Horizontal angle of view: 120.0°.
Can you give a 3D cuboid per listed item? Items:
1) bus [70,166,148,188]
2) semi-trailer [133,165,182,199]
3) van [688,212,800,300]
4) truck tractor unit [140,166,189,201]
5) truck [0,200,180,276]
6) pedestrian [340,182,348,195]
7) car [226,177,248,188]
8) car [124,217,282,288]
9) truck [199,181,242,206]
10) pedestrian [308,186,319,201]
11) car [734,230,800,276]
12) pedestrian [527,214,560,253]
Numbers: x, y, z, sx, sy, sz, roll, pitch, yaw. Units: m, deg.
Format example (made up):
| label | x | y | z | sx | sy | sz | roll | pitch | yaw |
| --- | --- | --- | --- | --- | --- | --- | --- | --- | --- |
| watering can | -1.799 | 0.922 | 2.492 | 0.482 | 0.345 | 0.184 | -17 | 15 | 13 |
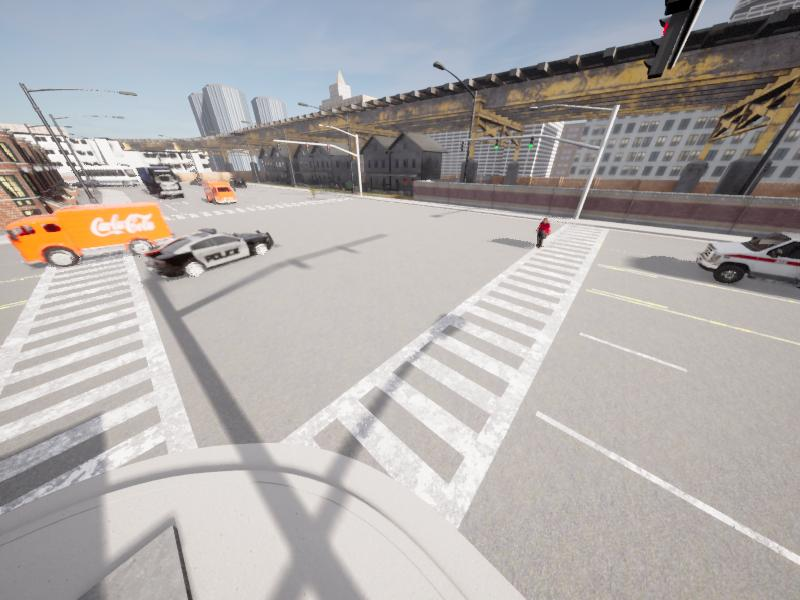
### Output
| label | x | y | z | sx | sy | sz | roll | pitch | yaw |
| --- | --- | --- | --- | --- | --- | --- | --- | --- | --- |
| bus | -66.772 | -28.502 | 53.422 | 10.273 | 4.253 | 3.944 | -4 | 29 | -8 |
| semi-trailer | -40.371 | -19.823 | 38.220 | 14.254 | 4.402 | 2.717 | 24 | 38 | 35 |
| van | 15.664 | -1.276 | 8.085 | 6.366 | 2.431 | 2.351 | 24 | 38 | 35 |
| truck tractor unit | -34.408 | -17.136 | 33.762 | 6.516 | 4.208 | 3.053 | 23 | 37 | 35 |
| truck | -15.256 | -3.463 | 11.829 | 5.204 | 2.467 | 2.627 | -24 | 37 | -35 |
| pedestrian | -9.153 | -18.258 | 37.713 | 0.751 | 1.860 | 0.751 | -17 | 34 | -27 |
| car | -37.089 | -26.718 | 52.532 | 5.566 | 2.045 | 2.150 | 23 | 37 | 34 |
| car | -8.834 | -2.596 | 11.156 | 1.930 | 1.638 | 5.238 | 15 | 33 | 24 |
| truck | -23.099 | -13.766 | 29.676 | 5.204 | 2.467 | 2.627 | 24 | 38 | 35 |
| pedestrian | -11.814 | -14.579 | 31.645 | 0.751 | 1.860 | 0.751 | 19 | 35 | 29 |
| car | 19.105 | -1.643 | 9.755 | 5.357 | 1.411 | 2.033 | 24 | 38 | 35 |
| pedestrian | 7.871 | -3.662 | 12.737 | 0.751 | 1.860 | 0.751 | -12 | 32 | -20 |
